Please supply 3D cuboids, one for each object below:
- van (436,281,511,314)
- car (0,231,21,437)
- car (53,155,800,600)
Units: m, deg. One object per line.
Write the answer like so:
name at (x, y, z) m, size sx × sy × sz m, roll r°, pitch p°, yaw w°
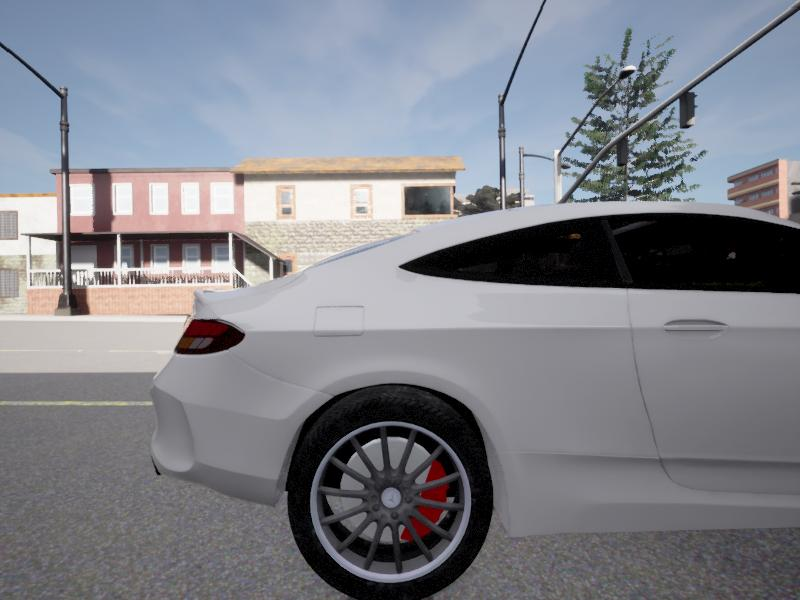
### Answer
van at (5.968, -0.178, 33.206) m, size 5.915 × 2.561 × 1.988 m, roll -1°, pitch 0°, yaw 44°
car at (-4.942, 0.230, 2.066) m, size 4.193 × 1.474 × 1.816 m, roll 0°, pitch 0°, yaw -1°
car at (1.235, 0.270, 2.205) m, size 4.674 × 1.442 × 1.812 m, roll 0°, pitch 0°, yaw -1°
